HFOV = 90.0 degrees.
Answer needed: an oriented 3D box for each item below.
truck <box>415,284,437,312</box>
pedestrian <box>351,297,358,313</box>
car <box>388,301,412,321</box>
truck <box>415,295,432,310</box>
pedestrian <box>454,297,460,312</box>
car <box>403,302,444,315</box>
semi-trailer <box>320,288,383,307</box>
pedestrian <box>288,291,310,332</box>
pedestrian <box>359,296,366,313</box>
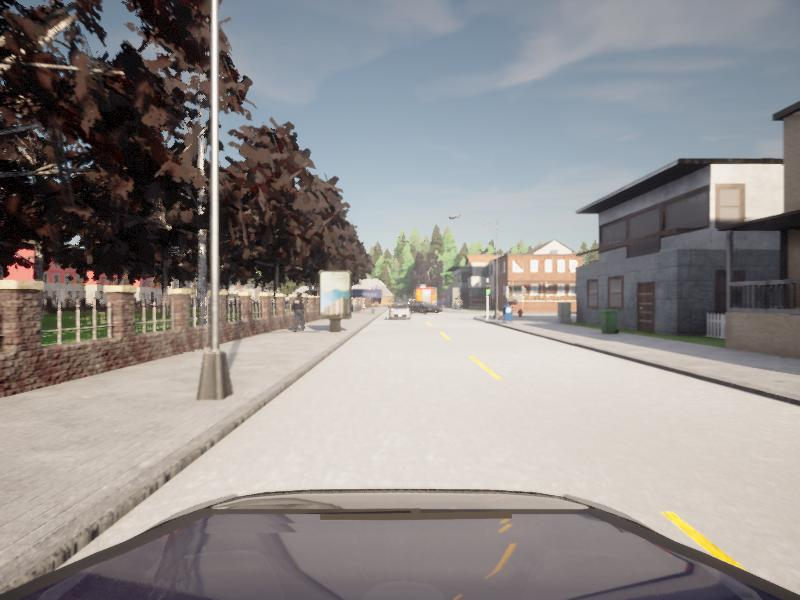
[{"bbox_3d":[3.737,-0.316,59.374,2.891,3.827,8.468,0,0,1],"label":"truck"},{"bbox_3d":[-5.345,0.537,46.872,0.751,1.860,0.751,0,0,1],"label":"pedestrian"},{"bbox_3d":[0.001,0.828,31.569,1.845,1.501,3.633,0,0,0],"label":"car"},{"bbox_3d":[3.997,0.363,68.344,2.627,2.467,5.204,0,0,0],"label":"truck"},{"bbox_3d":[7.257,0.529,50.705,0.751,1.860,0.751,0,0,8],"label":"pedestrian"},{"bbox_3d":[2.583,0.898,46.009,2.033,1.411,5.357,0,0,-30],"label":"car"},{"bbox_3d":[-11.311,-0.610,92.949,14.254,4.402,2.717,0,0,9],"label":"semi-trailer"},{"bbox_3d":[-4.654,0.535,18.513,0.751,1.860,0.751,0,0,7],"label":"pedestrian"},{"bbox_3d":[-4.178,0.537,45.047,0.751,1.860,0.751,0,0,-2],"label":"pedestrian"}]
